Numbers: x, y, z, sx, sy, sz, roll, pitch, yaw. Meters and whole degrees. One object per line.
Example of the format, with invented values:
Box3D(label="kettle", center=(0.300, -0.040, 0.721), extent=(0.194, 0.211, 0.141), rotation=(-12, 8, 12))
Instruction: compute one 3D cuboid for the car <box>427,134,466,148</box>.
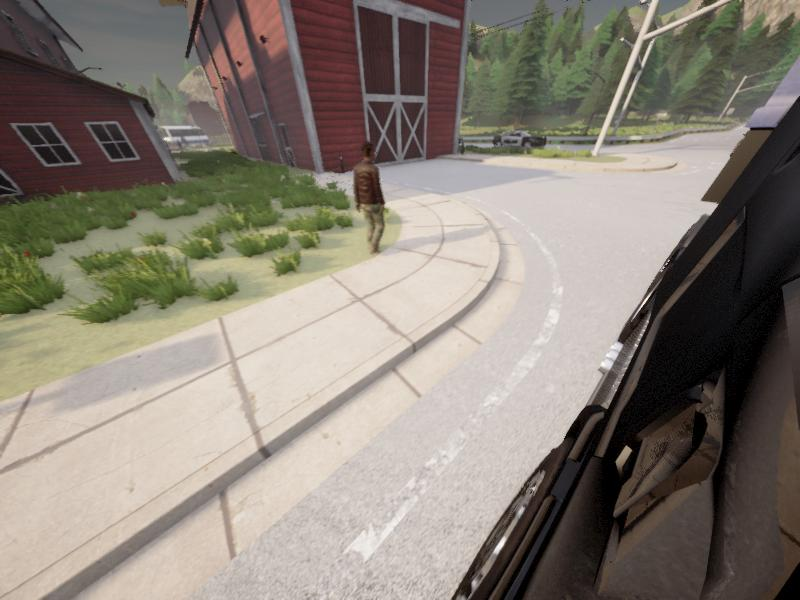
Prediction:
Box3D(label="car", center=(5.799, -20.472, 29.621), extent=(1.895, 1.301, 4.718), rotation=(-27, 43, -29))

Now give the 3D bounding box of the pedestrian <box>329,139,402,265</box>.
Box3D(label="pedestrian", center=(-0.522, -1.698, 4.102), extent=(0.751, 1.860, 0.751), rotation=(25, 45, 32))

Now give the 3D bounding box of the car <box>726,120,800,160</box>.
Box3D(label="car", center=(22.019, -9.624, 13.806), extent=(4.611, 1.667, 2.242), rotation=(-28, 44, -30))

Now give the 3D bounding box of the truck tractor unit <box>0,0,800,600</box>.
Box3D(label="truck tractor unit", center=(2.645, -0.295, 0.351), extent=(6.516, 4.208, 3.053), rotation=(-28, 44, -30))

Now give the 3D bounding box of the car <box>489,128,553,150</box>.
Box3D(label="car", center=(11.979, -16.241, 23.303), extent=(1.930, 1.638, 5.238), rotation=(-27, 43, -29))

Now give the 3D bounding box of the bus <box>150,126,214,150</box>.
Box3D(label="bus", center=(-51.672, -39.082, 55.501), extent=(3.944, 4.253, 10.273), rotation=(5, 37, 10))

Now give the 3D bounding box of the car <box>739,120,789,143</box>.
Box3D(label="car", center=(32.527, -15.187, 20.742), extent=(4.193, 1.474, 1.816), rotation=(-28, 44, -30))

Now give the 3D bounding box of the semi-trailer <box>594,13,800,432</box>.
Box3D(label="semi-trailer", center=(8.949, -3.420, 3.966), extent=(14.254, 4.402, 2.717), rotation=(-25, 42, -27))
